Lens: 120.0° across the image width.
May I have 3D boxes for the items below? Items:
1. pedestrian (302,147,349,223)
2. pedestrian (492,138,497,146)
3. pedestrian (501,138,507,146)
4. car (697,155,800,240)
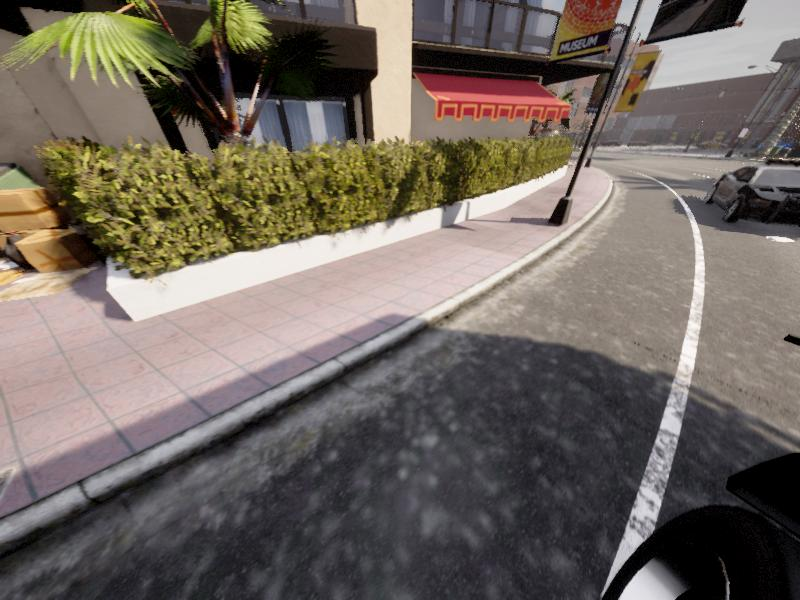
[{"bbox_3d":[-2.157,-3.399,6.860,0.751,1.860,0.751,29,45,35],"label":"pedestrian"},{"bbox_3d":[26.921,-44.951,65.719,0.751,1.860,0.751,-8,36,-11],"label":"pedestrian"},{"bbox_3d":[28.140,-42.665,62.453,0.751,1.860,0.751,-11,36,-14],"label":"pedestrian"},{"bbox_3d":[12.011,-3.535,7.413,1.930,1.638,5.238,25,42,31],"label":"car"}]
